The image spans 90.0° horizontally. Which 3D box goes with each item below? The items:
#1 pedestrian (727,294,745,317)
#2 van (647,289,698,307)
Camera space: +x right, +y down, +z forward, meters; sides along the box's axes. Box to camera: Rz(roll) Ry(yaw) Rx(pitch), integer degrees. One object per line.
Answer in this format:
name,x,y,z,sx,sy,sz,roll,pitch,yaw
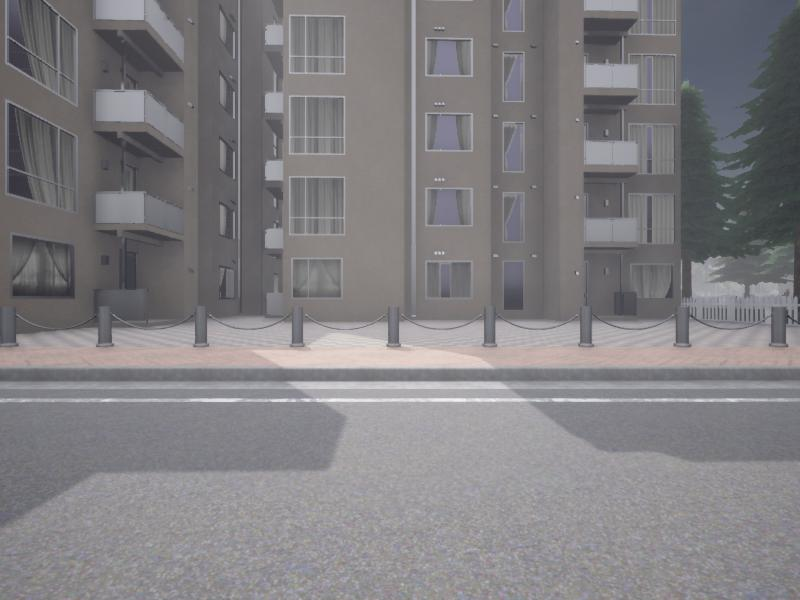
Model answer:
pedestrian,16.946,0.276,20.165,0.500,1.100,0.500,0,0,-3
van,38.971,-0.288,57.303,5.915,2.561,1.988,0,0,-1
